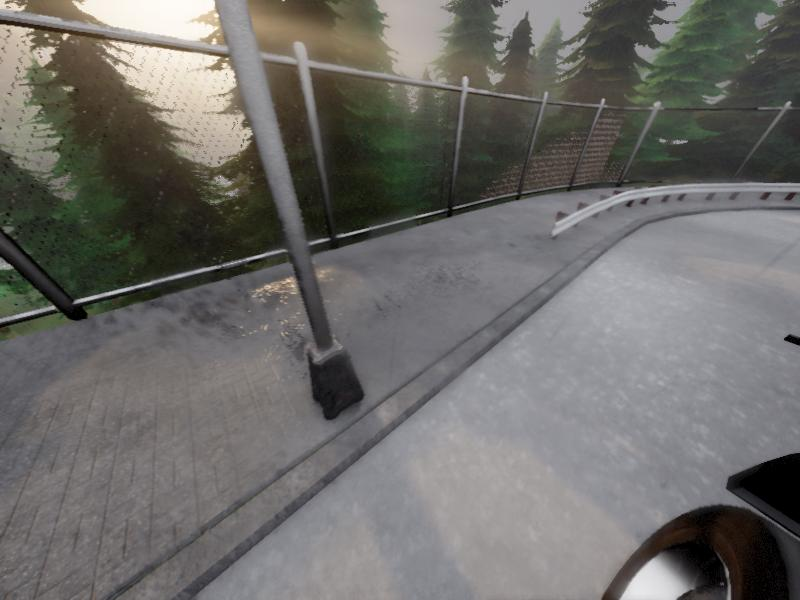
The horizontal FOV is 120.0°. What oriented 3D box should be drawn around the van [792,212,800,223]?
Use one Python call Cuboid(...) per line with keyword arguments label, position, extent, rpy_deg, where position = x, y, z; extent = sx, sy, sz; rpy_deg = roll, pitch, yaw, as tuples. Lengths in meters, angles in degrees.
Cuboid(label="van", position=(15.262, -2.589, 5.275), extent=(5.915, 2.561, 1.988), rpy_deg=(10, 35, 14))
